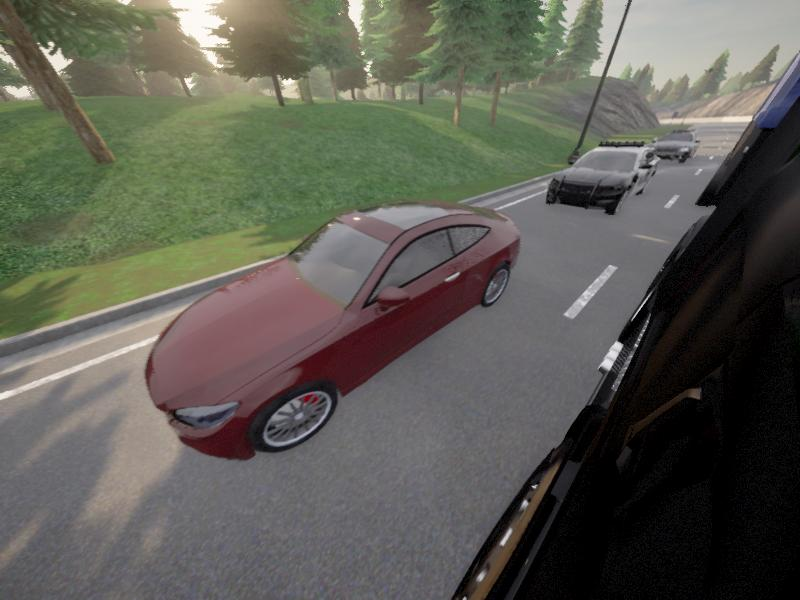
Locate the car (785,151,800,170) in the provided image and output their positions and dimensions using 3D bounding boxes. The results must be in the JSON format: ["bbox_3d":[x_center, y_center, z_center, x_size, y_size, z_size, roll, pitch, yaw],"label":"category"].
[{"bbox_3d":[20.621,-6.897,10.551,4.181,1.385,1.994,-18,39,-20],"label":"car"}]

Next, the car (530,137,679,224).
[{"bbox_3d":[6.636,-4.093,7.404,5.238,1.638,1.930,-28,43,-30],"label":"car"}]

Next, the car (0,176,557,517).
[{"bbox_3d":[-0.207,-0.369,2.963,4.674,1.442,1.812,-28,43,-30],"label":"car"}]

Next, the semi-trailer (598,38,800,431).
[{"bbox_3d":[8.693,-3.592,4.258,14.254,4.402,2.717,-28,43,-30],"label":"semi-trailer"}]

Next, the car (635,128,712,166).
[{"bbox_3d":[16.563,-9.326,13.959,4.974,1.542,2.038,-28,43,-30],"label":"car"}]

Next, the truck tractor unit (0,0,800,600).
[{"bbox_3d":[2.645,-0.295,0.351,6.516,4.208,3.053,-28,44,-30],"label":"truck tractor unit"}]
